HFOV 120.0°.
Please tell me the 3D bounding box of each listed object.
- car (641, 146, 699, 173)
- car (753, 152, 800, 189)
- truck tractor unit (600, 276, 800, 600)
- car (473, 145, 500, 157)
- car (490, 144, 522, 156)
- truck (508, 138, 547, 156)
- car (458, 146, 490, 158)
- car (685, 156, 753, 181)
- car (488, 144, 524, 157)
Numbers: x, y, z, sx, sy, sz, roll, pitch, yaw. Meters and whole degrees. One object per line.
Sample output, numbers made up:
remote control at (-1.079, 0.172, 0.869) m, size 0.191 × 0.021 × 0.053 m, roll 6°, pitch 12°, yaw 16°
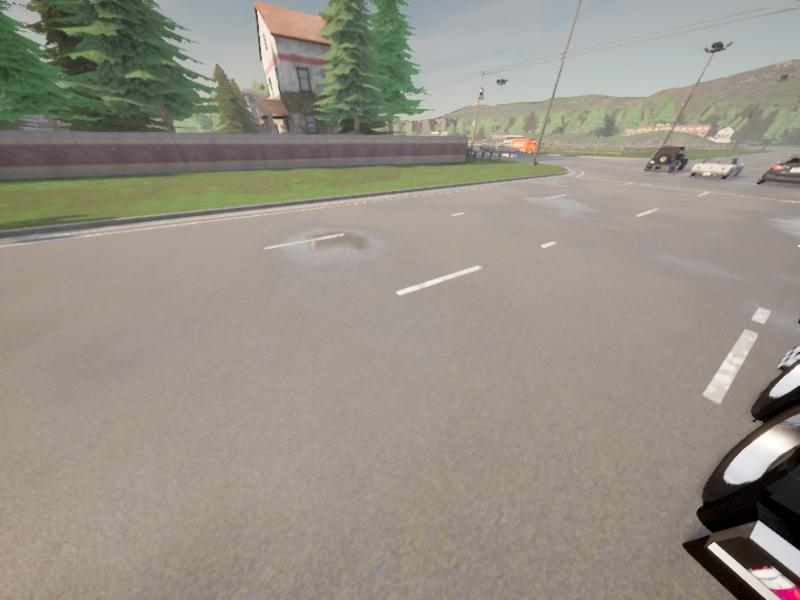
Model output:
car at (23.963, -12.547, 20.544) m, size 3.866 × 1.878 × 1.905 m, roll -19°, pitch 39°, yaw -25°
car at (25.211, -8.213, 14.526) m, size 4.611 × 1.667 × 2.242 m, roll -19°, pitch 39°, yaw -25°
truck tractor unit at (5.130, -0.281, 0.752) m, size 6.516 × 4.208 × 3.053 m, roll -17°, pitch 39°, yaw -23°
car at (14.116, -24.539, 37.974) m, size 1.789 × 1.549 × 3.705 m, roll -19°, pitch 39°, yaw -25°
car at (19.185, -27.445, 42.201) m, size 1.882 × 1.535 × 5.008 m, roll -19°, pitch 39°, yaw -25°
truck at (23.147, -27.954, 42.133) m, size 2.627 × 2.467 × 5.204 m, roll -19°, pitch 40°, yaw -25°
car at (11.452, -23.158, 36.067) m, size 1.812 × 1.442 × 4.674 m, roll -19°, pitch 39°, yaw -25°
car at (24.073, -10.006, 17.419) m, size 4.718 × 1.301 × 1.895 m, roll -19°, pitch 39°, yaw -25°
car at (17.625, -25.106, 38.757) m, size 2.152 × 1.651 × 5.027 m, roll -19°, pitch 39°, yaw -25°
